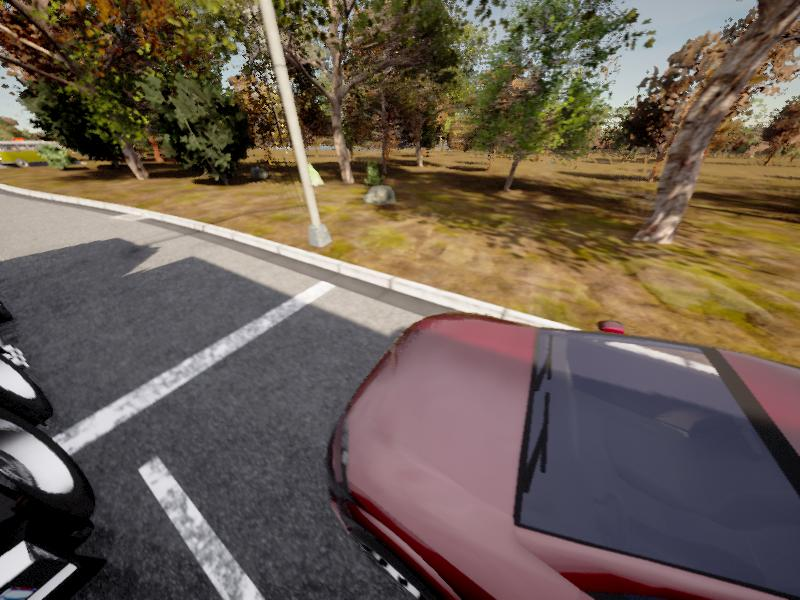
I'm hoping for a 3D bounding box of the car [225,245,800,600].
[{"bbox_3d":[1.559,1.078,1.243,4.181,1.385,1.994,18,39,24],"label":"car"}]

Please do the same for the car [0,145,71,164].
[{"bbox_3d":[-42.258,-16.528,26.173,1.946,1.575,5.366,10,36,13],"label":"car"}]

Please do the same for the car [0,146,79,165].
[{"bbox_3d":[-39.764,-15.739,25.037,1.946,1.575,5.366,9,35,13],"label":"car"}]

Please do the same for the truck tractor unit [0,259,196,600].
[{"bbox_3d":[-5.102,-0.310,0.791,6.516,4.208,3.053,19,39,25],"label":"truck tractor unit"}]

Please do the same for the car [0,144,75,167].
[{"bbox_3d":[-37.419,-14.739,23.374,2.185,1.767,4.553,9,35,13],"label":"car"}]

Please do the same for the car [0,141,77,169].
[{"bbox_3d":[-35.020,-13.802,21.843,1.878,1.987,4.442,9,35,12],"label":"car"}]
